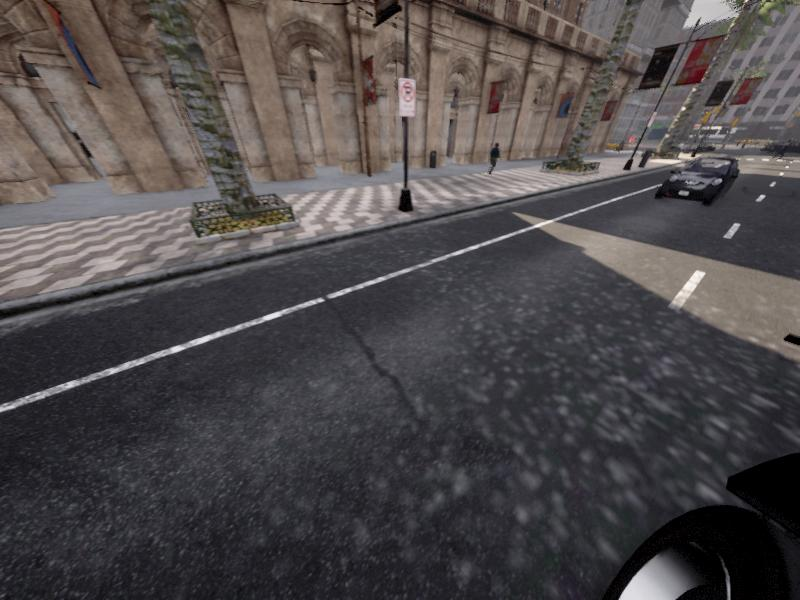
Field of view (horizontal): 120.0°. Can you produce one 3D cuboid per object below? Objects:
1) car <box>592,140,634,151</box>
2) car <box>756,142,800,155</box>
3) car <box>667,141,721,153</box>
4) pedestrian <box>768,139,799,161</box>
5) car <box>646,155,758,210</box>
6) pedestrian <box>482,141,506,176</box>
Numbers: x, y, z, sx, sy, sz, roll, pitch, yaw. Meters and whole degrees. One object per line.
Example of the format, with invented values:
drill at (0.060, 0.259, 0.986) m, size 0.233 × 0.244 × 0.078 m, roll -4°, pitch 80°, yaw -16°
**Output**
car at (40.164, -29.371, 43.795) m, size 1.801 × 1.575 × 5.366 m, roll -22°, pitch 40°, yaw -27°
car at (54.876, -21.224, 32.282) m, size 5.357 × 1.411 × 2.033 m, roll 11°, pitch 37°, yaw 16°
car at (46.460, -24.324, 36.633) m, size 2.038 × 1.542 × 4.974 m, roll -24°, pitch 41°, yaw -30°
pedestrian at (40.016, -15.693, 24.132) m, size 0.751 × 1.860 × 0.751 m, roll 27°, pitch 44°, yaw 33°
car at (12.361, -4.955, 9.490) m, size 3.633 × 1.501 × 1.845 m, roll -22°, pitch 40°, yaw -27°
pedestrian at (5.900, -8.935, 14.593) m, size 0.751 × 1.860 × 0.751 m, roll -30°, pitch 45°, yaw -35°
